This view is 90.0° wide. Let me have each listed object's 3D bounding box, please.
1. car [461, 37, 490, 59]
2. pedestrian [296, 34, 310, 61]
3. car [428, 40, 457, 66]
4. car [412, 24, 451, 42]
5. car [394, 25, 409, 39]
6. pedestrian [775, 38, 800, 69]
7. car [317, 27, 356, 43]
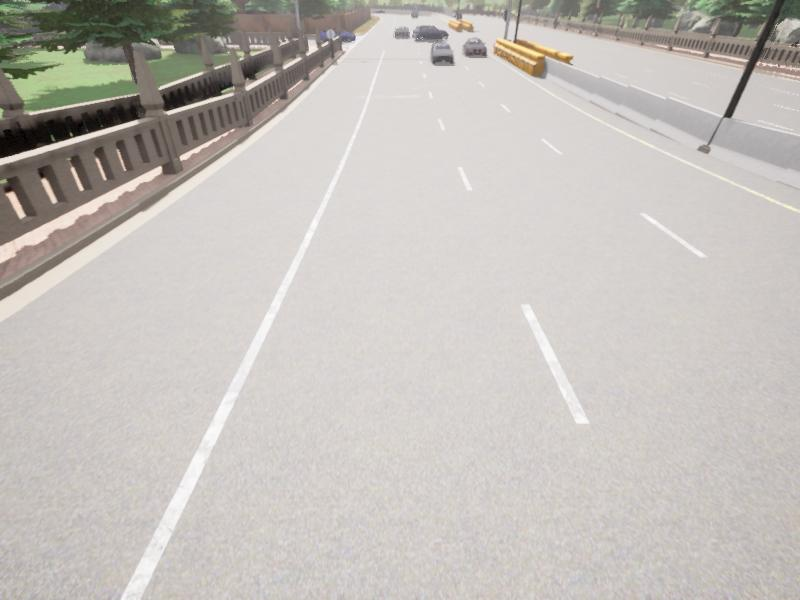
[{"bbox_3d":[7.086,-23.992,38.021,1.994,1.385,4.181,0,37,0],"label":"car"},{"bbox_3d":[-8.140,-21.150,33.543,0.751,1.860,0.751,1,37,2],"label":"pedestrian"},{"bbox_3d":[3.557,-21.243,34.350,2.033,1.411,5.357,0,37,0],"label":"car"},{"bbox_3d":[4.016,-34.617,51.771,4.553,1.767,2.097,-12,38,-15],"label":"car"},{"bbox_3d":[0.210,-37.545,56.013,1.994,1.385,4.181,0,37,0],"label":"car"},{"bbox_3d":[29.274,-18.442,29.951,0.751,1.860,0.751,0,37,0],"label":"pedestrian"},{"bbox_3d":[-7.795,-32.960,49.795,4.514,1.525,2.007,-1,37,-2],"label":"car"}]
